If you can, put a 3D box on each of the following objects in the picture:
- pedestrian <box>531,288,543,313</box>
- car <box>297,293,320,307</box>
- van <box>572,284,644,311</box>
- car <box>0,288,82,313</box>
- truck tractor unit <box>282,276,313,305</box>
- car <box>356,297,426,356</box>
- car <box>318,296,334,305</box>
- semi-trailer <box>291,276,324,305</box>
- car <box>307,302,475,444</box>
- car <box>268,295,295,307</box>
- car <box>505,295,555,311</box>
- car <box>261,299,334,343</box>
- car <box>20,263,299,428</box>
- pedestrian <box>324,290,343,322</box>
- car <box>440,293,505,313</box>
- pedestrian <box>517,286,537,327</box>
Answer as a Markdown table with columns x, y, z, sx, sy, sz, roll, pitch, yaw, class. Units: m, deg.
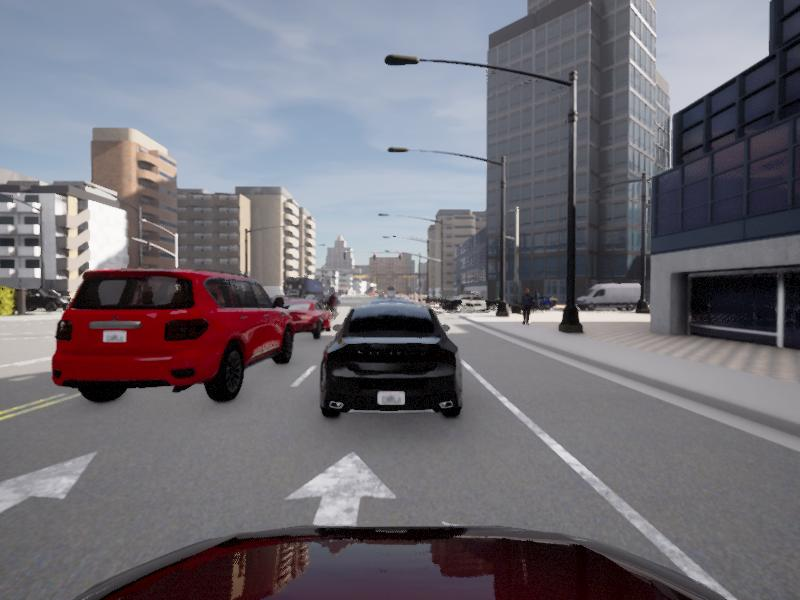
| x | y | z | sx | sy | sz | roll | pitch | yaw | class |
| --- | --- | --- | --- | --- | --- | --- | --- | --- | --- |
| 10.375 | 0.063 | 30.221 | 0.751 | 1.860 | 0.751 | 0 | 1 | 12 | pedestrian |
| -11.664 | -0.002 | 51.288 | 1.930 | 1.638 | 5.238 | 0 | 1 | -1 | car |
| 19.906 | -0.271 | 38.474 | 5.915 | 2.561 | 1.988 | 0 | 1 | -1 | van |
| -30.852 | 0.029 | 34.237 | 5.566 | 2.045 | 2.150 | 0 | 1 | -1 | car |
| -15.339 | -1.376 | 60.357 | 3.053 | 4.208 | 6.516 | 0 | 0 | -1 | truck tractor unit |
| -0.289 | 0.694 | 13.308 | 1.882 | 1.535 | 5.008 | 0 | 1 | -1 | car |
| -11.962 | 0.054 | 64.913 | 1.895 | 1.301 | 4.718 | 0 | 0 | -1 | car |
| -15.563 | -1.530 | 68.266 | 2.717 | 4.402 | 14.254 | 0 | 0 | -2 | semi-trailer |
| -0.149 | 0.813 | 6.826 | 1.837 | 1.490 | 4.892 | 0 | 0 | -1 | car |
| -15.159 | 0.072 | 51.410 | 2.163 | 1.488 | 4.792 | 0 | 1 | -1 | car |
| 12.427 | 0.258 | 38.376 | 4.193 | 1.474 | 1.816 | 0 | 1 | -1 | car |
| -3.878 | 0.694 | 15.992 | 1.812 | 1.442 | 4.674 | 0 | 1 | -1 | car |
| -3.675 | 0.521 | 7.759 | 2.150 | 2.045 | 5.566 | 0 | 1 | -1 | car |
| -3.940 | 0.335 | 23.698 | 0.751 | 1.860 | 0.751 | 1 | 2 | 40 | pedestrian |
| 6.267 | 0.251 | 34.700 | 5.238 | 1.638 | 1.930 | 0 | 0 | -16 | car |
| 5.939 | 0.295 | 18.741 | 0.751 | 1.860 | 0.751 | 0 | 1 | 6 | pedestrian |
